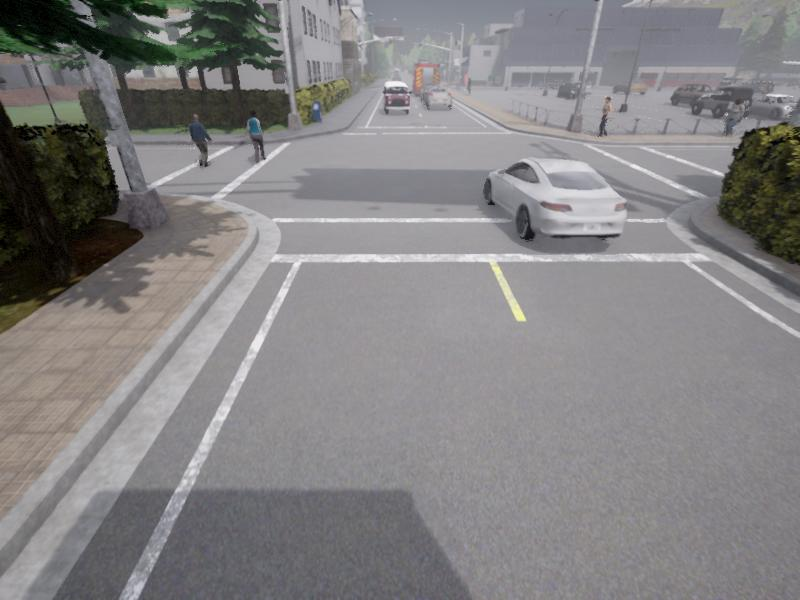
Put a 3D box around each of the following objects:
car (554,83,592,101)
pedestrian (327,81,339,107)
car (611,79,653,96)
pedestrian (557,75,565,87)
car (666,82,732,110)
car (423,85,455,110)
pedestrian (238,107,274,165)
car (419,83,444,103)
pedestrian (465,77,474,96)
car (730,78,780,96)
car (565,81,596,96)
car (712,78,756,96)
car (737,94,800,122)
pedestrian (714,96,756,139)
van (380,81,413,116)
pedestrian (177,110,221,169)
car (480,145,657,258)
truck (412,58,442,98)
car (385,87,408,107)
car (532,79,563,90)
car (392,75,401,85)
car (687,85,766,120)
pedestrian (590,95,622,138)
[{"bbox_3d":[18.559,-22.503,43.181,2.007,1.523,4.514,0,30,-1],"label":"car"},{"bbox_3d":[-5.448,-16.774,32.597,0.751,1.860,0.751,0,30,0],"label":"pedestrian"},{"bbox_3d":[28.568,-26.373,49.570,2.152,1.636,5.027,0,30,-1],"label":"car"},{"bbox_3d":[27.827,-37.783,69.073,0.751,1.860,0.751,-1,30,-2],"label":"pedestrian"},{"bbox_3d":[25.596,-17.653,34.498,1.932,1.855,4.605,0,30,-1],"label":"car"},{"bbox_3d":[3.229,-17.441,34.333,2.152,1.651,5.027,0,30,-1],"label":"car"},{"bbox_3d":[-5.281,-6.041,14.755,0.751,1.860,0.751,2,30,3],"label":"pedestrian"},{"bbox_3d":[3.154,-21.227,40.914,2.038,1.542,4.974,0,30,0],"label":"car"},{"bbox_3d":[7.893,-24.212,45.374,0.751,1.860,0.751,1,30,2],"label":"pedestrian"},{"bbox_3d":[44.263,-26.676,50.045,1.932,1.855,4.605,0,30,-1],"label":"car"},{"bbox_3d":[22.154,-26.123,49.271,1.970,1.475,3.806,0,30,-1],"label":"car"},{"bbox_3d":[41.362,-26.477,49.651,1.905,1.878,3.866,0,30,-1],"label":"car"},{"bbox_3d":[25.715,-13.154,27.307,1.970,1.475,3.806,0,30,-1],"label":"car"},{"bbox_3d":[16.503,-9.017,19.741,0.751,1.860,0.751,-1,30,-2],"label":"pedestrian"},{"bbox_3d":[-0.309,-15.128,29.938,2.069,2.038,4.480,-2,30,-4],"label":"van"},{"bbox_3d":[-7.120,-5.689,14.238,0.751,1.860,0.751,1,30,1],"label":"pedestrian"},{"bbox_3d":[3.319,-2.500,9.114,1.812,1.442,4.674,-1,27,-3],"label":"car"},{"bbox_3d":[3.099,-26.841,48.260,2.891,3.827,8.468,0,30,0],"label":"truck"},{"bbox_3d":[-0.330,-18.759,36.827,1.994,1.385,4.181,0,30,-1],"label":"car"},{"bbox_3d":[23.925,-34.964,64.957,4.193,1.474,1.816,0,30,-1],"label":"car"},{"bbox_3d":[-0.659,-44.155,80.232,1.837,1.490,4.892,0,30,0],"label":"car"},{"bbox_3d":[22.385,-13.697,27.661,1.905,1.878,3.866,0,30,-1],"label":"car"},{"bbox_3d":[10.068,-8.980,19.627,0.751,1.860,0.751,-1,30,-2],"label":"pedestrian"}]
